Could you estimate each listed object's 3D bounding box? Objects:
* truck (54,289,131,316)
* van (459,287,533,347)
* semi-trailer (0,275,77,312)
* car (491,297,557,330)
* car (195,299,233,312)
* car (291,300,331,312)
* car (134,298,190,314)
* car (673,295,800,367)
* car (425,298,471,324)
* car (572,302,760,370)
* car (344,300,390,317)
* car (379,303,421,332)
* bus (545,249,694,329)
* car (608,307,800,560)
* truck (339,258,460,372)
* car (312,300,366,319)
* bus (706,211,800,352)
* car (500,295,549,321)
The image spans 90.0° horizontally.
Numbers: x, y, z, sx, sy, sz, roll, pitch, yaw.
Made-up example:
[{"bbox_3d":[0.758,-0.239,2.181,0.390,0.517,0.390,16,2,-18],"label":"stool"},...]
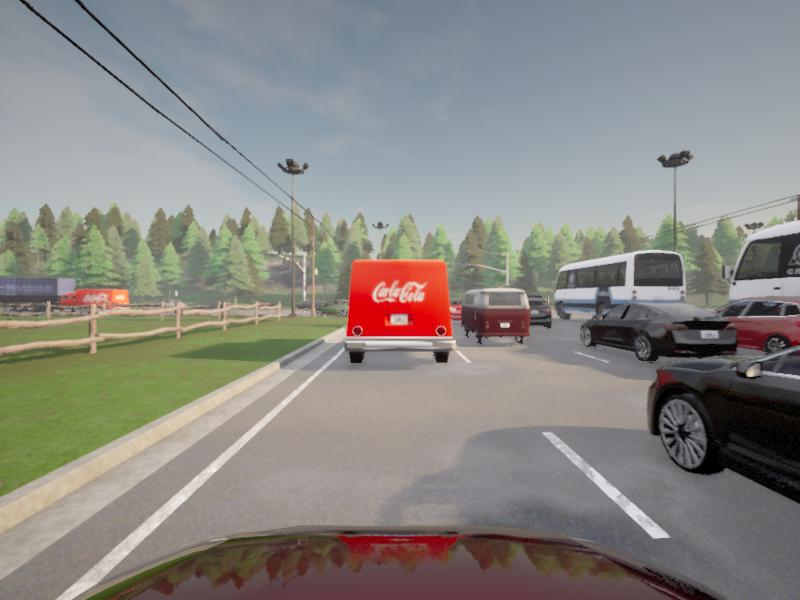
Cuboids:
[{"bbox_3d":[-28.734,0.251,37.531,5.204,2.467,2.627,0,0,1],"label":"truck"},{"bbox_3d":[3.478,0.557,15.413,1.775,1.987,4.442,0,0,0],"label":"van"},{"bbox_3d":[-47.145,-0.754,48.189,14.254,4.402,2.717,0,0,0],"label":"semi-trailer"},{"bbox_3d":[6.900,0.693,22.875,2.242,1.667,4.611,0,0,-2],"label":"car"},{"bbox_3d":[-22.111,0.676,47.667,3.705,1.549,1.789,0,-1,-4],"label":"car"},{"bbox_3d":[-11.268,0.728,50.703,4.674,1.442,1.812,0,0,11],"label":"car"},{"bbox_3d":[-26.432,0.655,44.505,5.027,1.651,2.152,0,0,1],"label":"car"},{"bbox_3d":[10.441,0.724,11.374,2.242,1.667,4.611,0,0,0],"label":"car"},{"bbox_3d":[3.151,0.680,27.375,2.242,1.667,4.611,0,0,-5],"label":"car"},{"bbox_3d":[6.985,0.819,11.362,2.163,1.488,4.792,0,0,0],"label":"car"},{"bbox_3d":[-3.089,0.750,36.907,3.806,1.475,1.970,0,0,33],"label":"car"},{"bbox_3d":[-0.027,0.848,21.134,1.994,1.385,4.181,0,0,-1],"label":"car"},{"bbox_3d":[13.676,-0.607,26.601,3.944,4.253,10.273,0,0,-2],"label":"bus"},{"bbox_3d":[3.495,0.826,2.215,2.128,1.511,4.902,0,0,0],"label":"car"},{"bbox_3d":[-0.016,0.322,11.281,2.627,2.467,5.204,0,0,0],"label":"truck"},{"bbox_3d":[-5.269,0.733,34.322,4.514,1.525,2.007,0,0,35],"label":"car"},{"bbox_3d":[14.060,-0.564,10.606,3.944,4.253,10.273,0,0,-1],"label":"bus"},{"bbox_3d":[9.568,0.560,31.006,1.905,1.878,3.866,0,0,-14],"label":"car"}]
